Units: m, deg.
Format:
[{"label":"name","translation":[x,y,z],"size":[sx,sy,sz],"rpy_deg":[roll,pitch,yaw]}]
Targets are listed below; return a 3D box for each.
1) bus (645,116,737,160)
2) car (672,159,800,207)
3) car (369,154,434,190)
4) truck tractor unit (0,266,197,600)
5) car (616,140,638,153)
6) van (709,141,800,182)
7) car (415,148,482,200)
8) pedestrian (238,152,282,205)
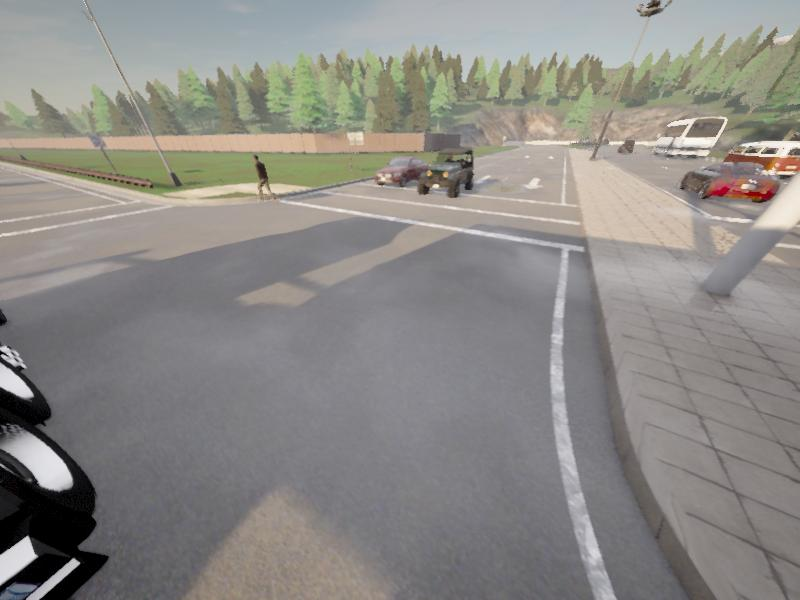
[{"label":"bus","translation":[38.602,-21.969,31.524],"size":[3.944,4.253,10.273],"rpy_deg":[18,39,25]},{"label":"car","translation":[15.093,-5.596,10.718],"size":[1.994,1.385,4.181],"rpy_deg":[18,39,25]},{"label":"car","translation":[0.257,-8.066,14.333],"size":[1.812,1.442,4.674],"rpy_deg":[18,39,25]},{"label":"truck tractor unit","translation":[-5.113,-0.299,0.778],"size":[6.516,4.208,3.053],"rpy_deg":[18,39,24]},{"label":"car","translation":[43.164,-29.253,44.023],"size":[1.905,1.878,3.866],"rpy_deg":[18,39,25]},{"label":"van","translation":[24.732,-9.536,15.708],"size":[2.069,2.038,4.480],"rpy_deg":[11,36,16]},{"label":"car","translation":[2.502,-6.486,11.653],"size":[1.905,1.878,3.866],"rpy_deg":[18,39,25]},{"label":"pedestrian","translation":[-5.804,-5.082,9.690],"size":[0.751,1.860,0.751],"rpy_deg":[10,36,14]}]
